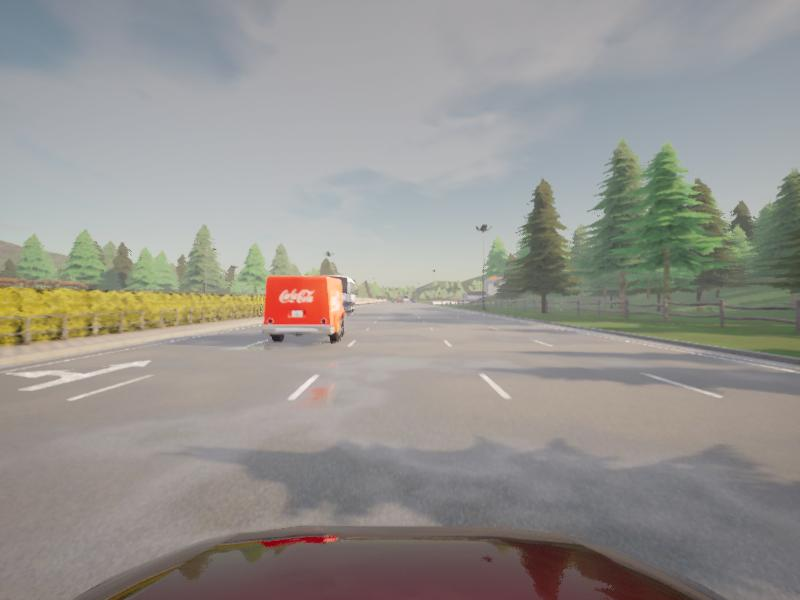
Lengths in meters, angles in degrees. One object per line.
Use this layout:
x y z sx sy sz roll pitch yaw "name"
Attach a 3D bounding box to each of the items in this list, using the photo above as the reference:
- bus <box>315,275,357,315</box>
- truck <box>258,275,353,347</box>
-7.385 -0.541 47.984 3.944 4.253 10.273 1 0 -3 "bus"
-3.509 0.359 16.179 2.627 2.467 5.204 0 0 0 "truck"
